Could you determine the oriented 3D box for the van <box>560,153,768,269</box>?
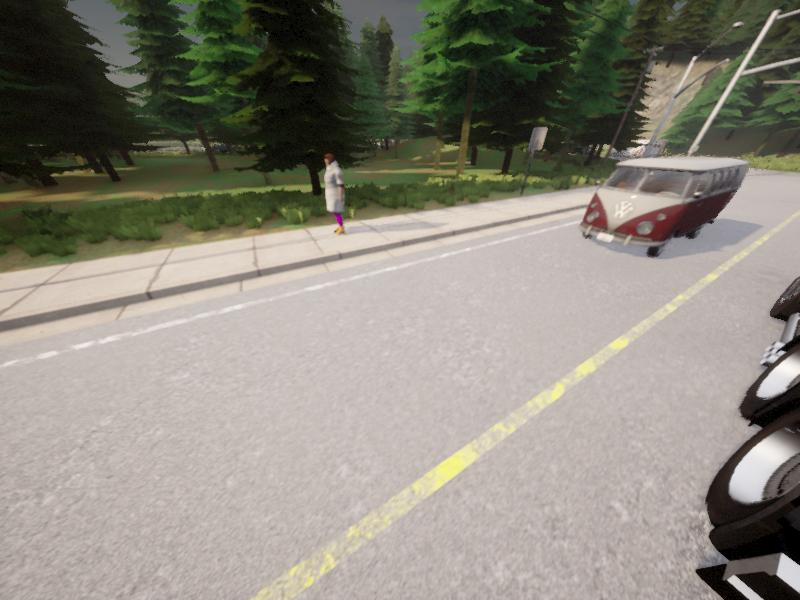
[{"bbox_3d":[6.742,-2.562,6.007,4.442,1.987,1.775,-18,39,-24],"label":"van"}]

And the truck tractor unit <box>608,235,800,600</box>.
[{"bbox_3d":[5.057,-0.353,0.847,6.516,4.208,3.053,-20,40,-26],"label":"truck tractor unit"}]

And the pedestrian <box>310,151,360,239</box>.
[{"bbox_3d":[-1.601,-2.633,5.843,0.751,1.860,0.751,-19,39,-25],"label":"pedestrian"}]

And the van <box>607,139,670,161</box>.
[{"bbox_3d":[35.386,-22.608,34.681,2.351,2.431,6.366,-3,35,-5],"label":"van"}]
